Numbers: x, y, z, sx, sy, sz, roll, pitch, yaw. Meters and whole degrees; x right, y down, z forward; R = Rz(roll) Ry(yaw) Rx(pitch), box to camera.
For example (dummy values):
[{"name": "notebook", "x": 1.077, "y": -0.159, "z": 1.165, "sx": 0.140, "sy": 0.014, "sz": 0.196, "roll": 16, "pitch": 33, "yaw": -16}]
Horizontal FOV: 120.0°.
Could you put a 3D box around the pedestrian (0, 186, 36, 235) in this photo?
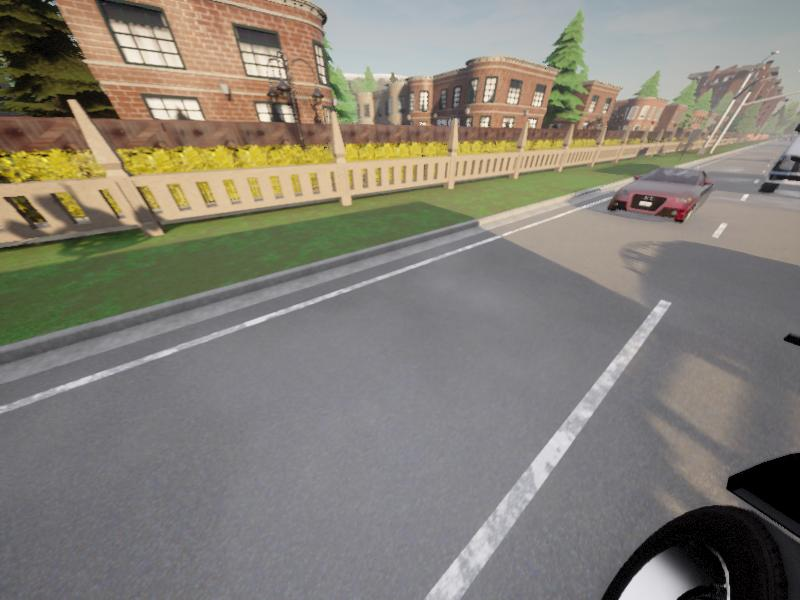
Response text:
[{"name": "pedestrian", "x": -10.923, "y": -2.676, "z": 5.922, "sx": 0.751, "sy": 1.860, "sz": 0.751, "roll": -24, "pitch": 41, "yaw": -29}]

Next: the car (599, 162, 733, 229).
[{"name": "car", "x": 9.309, "y": -3.840, "z": 8.093, "sx": 4.181, "sy": 1.385, "sz": 1.994, "roll": -23, "pitch": 41, "yaw": -29}]

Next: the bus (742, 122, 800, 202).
[{"name": "bus", "x": 20.893, "y": -7.338, "z": 10.437, "sx": 10.273, "sy": 4.253, "sz": 3.944, "roll": -23, "pitch": 41, "yaw": -29}]

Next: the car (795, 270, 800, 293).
[{"name": "car", "x": 6.713, "y": 0.164, "z": 2.308, "sx": 4.902, "sy": 1.511, "sz": 2.128, "roll": -24, "pitch": 40, "yaw": -31}]

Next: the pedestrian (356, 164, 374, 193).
[{"name": "pedestrian", "x": -1.591, "y": -5.570, "z": 10.598, "sx": 0.500, "sy": 1.100, "sz": 0.500, "roll": 28, "pitch": 44, "yaw": 34}]
